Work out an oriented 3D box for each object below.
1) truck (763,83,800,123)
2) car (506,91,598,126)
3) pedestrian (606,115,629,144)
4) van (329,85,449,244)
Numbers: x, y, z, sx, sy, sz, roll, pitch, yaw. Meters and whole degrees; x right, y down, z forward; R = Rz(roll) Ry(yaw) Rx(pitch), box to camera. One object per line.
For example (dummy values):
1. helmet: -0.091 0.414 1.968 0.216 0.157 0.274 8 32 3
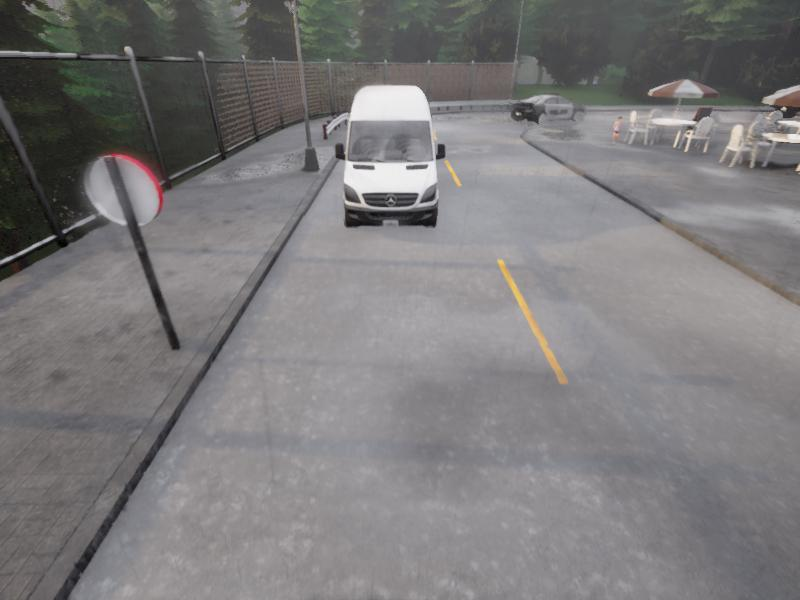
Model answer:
1. truck: 27.335 -12.362 25.090 6.274 2.098 2.390 0 30 0
2. car: 9.300 -11.781 24.517 5.238 1.638 1.930 -15 32 -23
3. pedestrian: 9.308 -7.310 17.160 0.500 1.100 0.500 4 31 7
4. van: -0.224 -3.709 9.817 1.988 2.561 5.915 0 30 -1
